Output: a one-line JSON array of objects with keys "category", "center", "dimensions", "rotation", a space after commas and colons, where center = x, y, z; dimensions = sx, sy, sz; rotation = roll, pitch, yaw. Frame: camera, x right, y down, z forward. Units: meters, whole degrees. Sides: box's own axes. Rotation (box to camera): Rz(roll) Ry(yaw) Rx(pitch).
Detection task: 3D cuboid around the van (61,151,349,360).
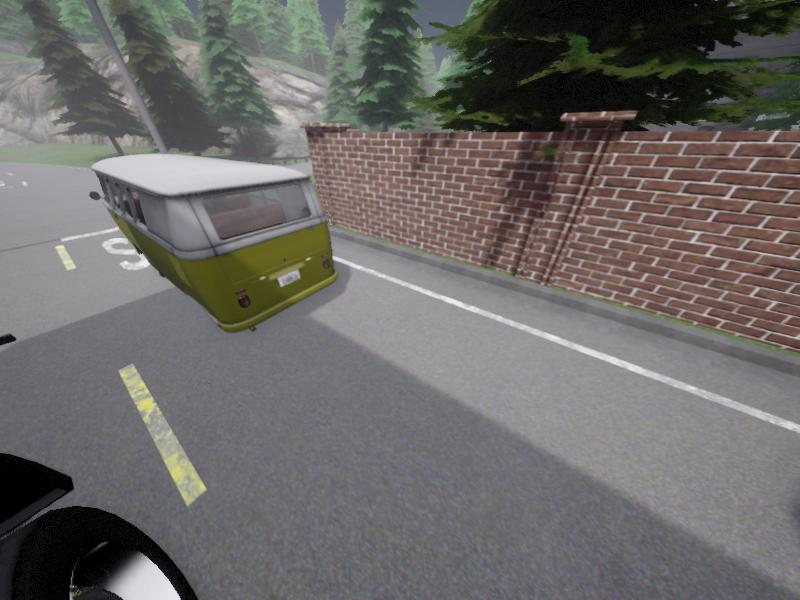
[{"category": "van", "center": [-3.215, -1.233, 3.897], "dimensions": [4.442, 1.987, 1.775], "rotation": [22, 41, 28]}]
